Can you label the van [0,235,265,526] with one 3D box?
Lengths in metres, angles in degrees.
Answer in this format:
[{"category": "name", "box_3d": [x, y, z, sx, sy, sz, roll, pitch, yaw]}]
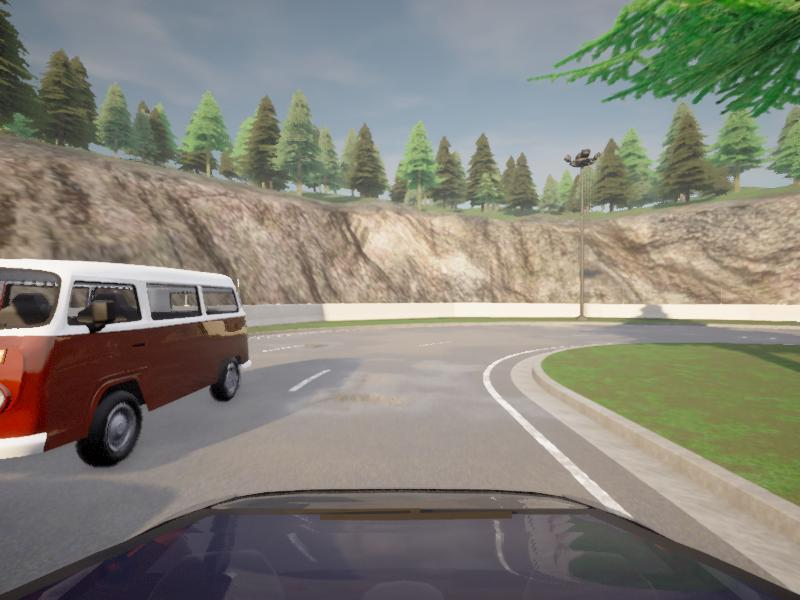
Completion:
[{"category": "van", "box_3d": [-3.536, 0.573, 5.062, 2.069, 2.038, 4.480, 0, 0, 1]}]
